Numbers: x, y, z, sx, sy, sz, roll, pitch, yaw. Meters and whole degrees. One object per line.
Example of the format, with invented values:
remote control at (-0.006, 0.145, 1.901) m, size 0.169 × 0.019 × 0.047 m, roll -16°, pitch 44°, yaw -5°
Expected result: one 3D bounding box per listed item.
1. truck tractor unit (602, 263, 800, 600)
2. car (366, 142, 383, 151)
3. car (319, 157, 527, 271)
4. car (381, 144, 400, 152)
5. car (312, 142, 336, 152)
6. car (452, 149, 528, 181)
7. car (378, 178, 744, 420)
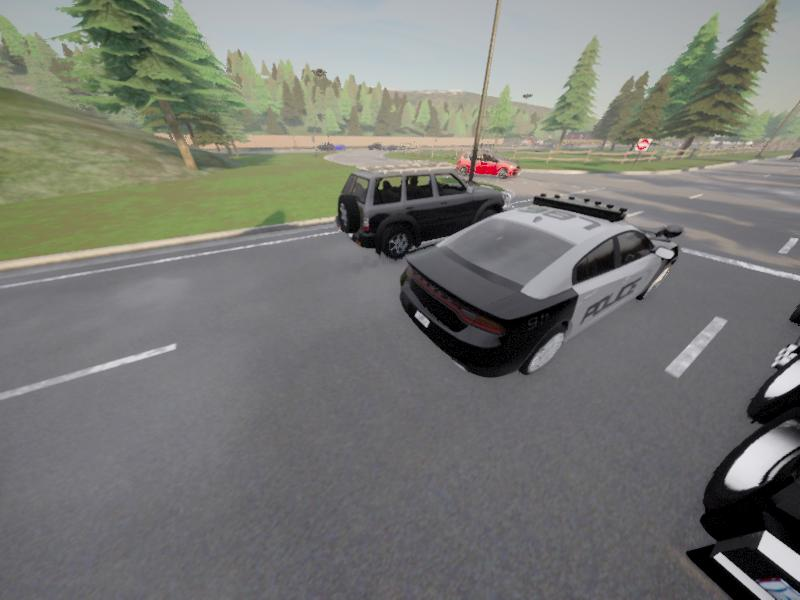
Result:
truck tractor unit at (5.107, -0.305, 0.784) m, size 6.516 × 4.208 × 3.053 m, roll -18°, pitch 39°, yaw -24°
car at (-6.517, -40.248, 60.353) m, size 3.866 × 1.878 × 1.905 m, roll -18°, pitch 39°, yaw -25°
car at (0.651, -2.496, 5.972) m, size 4.605 × 1.855 × 1.932 m, roll -18°, pitch 39°, yaw -24°
car at (-2.309, -36.811, 55.861) m, size 4.181 × 1.385 × 1.994 m, roll -18°, pitch 39°, yaw -24°
car at (-17.048, -34.479, 51.955) m, size 4.605 × 1.855 × 1.932 m, roll -18°, pitch 39°, yaw -25°
car at (6.561, -10.132, 17.202) m, size 4.611 × 1.667 × 2.242 m, roll 22°, pitch 40°, yaw 28°
car at (2.491, -0.695, 3.596) m, size 5.238 × 1.638 × 1.930 m, roll -18°, pitch 39°, yaw -24°
